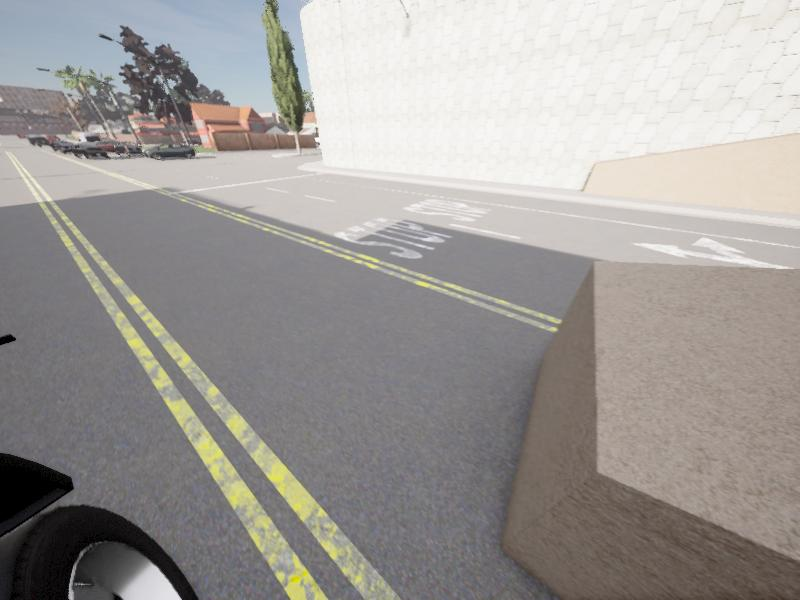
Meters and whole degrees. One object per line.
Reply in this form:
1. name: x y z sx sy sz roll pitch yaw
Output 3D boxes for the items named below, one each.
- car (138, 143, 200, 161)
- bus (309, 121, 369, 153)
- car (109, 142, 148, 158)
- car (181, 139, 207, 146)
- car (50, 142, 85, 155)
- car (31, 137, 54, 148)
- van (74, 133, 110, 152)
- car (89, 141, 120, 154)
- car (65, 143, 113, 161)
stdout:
1. car: -25.950 -16.777 26.113 2.007 1.525 4.514 30 45 35
2. bus: -10.708 -29.930 42.539 3.944 4.253 10.273 22 41 27
3. car: -34.454 -19.128 29.337 3.705 1.549 1.789 17 39 22
4. car: -57.072 -43.863 64.236 1.837 1.490 4.892 21 40 27
5. car: -48.152 -22.036 33.470 5.357 1.411 2.033 22 41 28
6. car: -77.611 -34.299 50.138 3.866 1.878 1.905 22 41 28
7. van: -51.048 -26.158 38.292 5.915 2.561 1.988 22 41 28
8. car: -45.045 -23.289 35.204 3.806 1.475 1.970 22 41 28
9. car: -35.470 -16.996 26.363 4.892 1.490 1.837 18 39 23
